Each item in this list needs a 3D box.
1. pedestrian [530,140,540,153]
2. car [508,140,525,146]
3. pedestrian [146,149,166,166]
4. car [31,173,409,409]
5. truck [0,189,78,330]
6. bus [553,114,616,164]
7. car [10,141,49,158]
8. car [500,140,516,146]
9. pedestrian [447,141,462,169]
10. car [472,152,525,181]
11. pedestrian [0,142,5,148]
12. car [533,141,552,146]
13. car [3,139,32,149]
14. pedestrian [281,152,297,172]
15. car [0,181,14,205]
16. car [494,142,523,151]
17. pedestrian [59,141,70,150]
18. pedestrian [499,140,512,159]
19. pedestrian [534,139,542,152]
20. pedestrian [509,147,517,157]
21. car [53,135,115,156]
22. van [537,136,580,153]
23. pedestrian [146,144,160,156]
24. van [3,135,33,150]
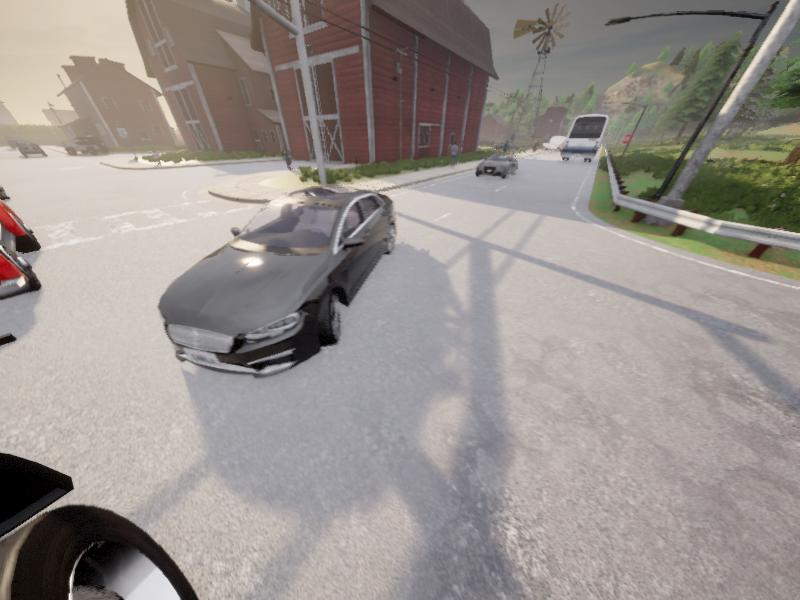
[{"bbox_3d":[22.648,-25.815,38.803,0.751,1.860,0.751,24,42,30],"label":"pedestrian"},{"bbox_3d":[40.926,-55.260,81.321,4.792,1.488,2.163,23,41,28],"label":"car"},{"bbox_3d":[-19.640,-11.472,18.603,0.500,1.100,0.500,9,36,11],"label":"pedestrian"},{"bbox_3d":[-1.372,-1.031,4.044,2.128,1.511,4.902,8,36,10],"label":"car"},{"bbox_3d":[-8.174,-1.243,3.361,5.204,2.467,2.627,24,42,26],"label":"truck"},{"bbox_3d":[22.398,-19.446,28.021,3.944,4.253,10.273,23,41,28],"label":"bus"},{"bbox_3d":[-44.413,-18.151,27.704,3.705,1.549,1.789,23,41,28],"label":"car"},{"bbox_3d":[34.930,-50.686,74.637,5.238,1.638,1.930,-24,42,-30],"label":"car"},{"bbox_3d":[4.385,-11.702,18.618,0.751,1.860,0.751,21,40,26],"label":"pedestrian"},{"bbox_3d":[6.945,-9.418,16.148,1.994,1.385,4.181,23,41,28],"label":"car"},{"bbox_3d":[-77.580,-30.401,44.345,0.751,1.860,0.751,17,39,22],"label":"pedestrian"},{"bbox_3d":[47.663,-52.450,77.371,5.008,1.535,1.882,23,41,28],"label":"car"},{"bbox_3d":[-70.322,-28.737,42.442,4.792,1.488,2.163,22,41,28],"label":"car"},{"bbox_3d":[-7.166,-8.930,14.966,0.500,1.100,0.500,9,36,12],"label":"pedestrian"},{"bbox_3d":[-17.613,-4.639,9.044,4.181,1.385,1.994,22,41,27],"label":"car"},{"bbox_3d":[22.866,-32.392,48.747,4.792,1.488,2.163,22,41,28],"label":"car"},{"bbox_3d":[-54.463,-25.076,37.470,0.500,1.100,0.500,17,38,21],"label":"pedestrian"},{"bbox_3d":[12.676,-18.062,27.715,0.751,1.860,0.751,26,42,31],"label":"pedestrian"},{"bbox_3d":[25.369,-28.405,42.500,0.751,1.860,0.751,20,40,26],"label":"pedestrian"},{"bbox_3d":[15.009,-19.669,30.675,0.500,1.100,0.500,23,41,29],"label":"pedestrian"},{"bbox_3d":[-38.711,-19.021,28.432,3.866,1.878,1.905,-5,41,-5],"label":"car"},{"bbox_3d":[31.678,-31.318,46.517,2.351,2.431,6.366,-10,35,-24],"label":"van"},{"bbox_3d":[-27.126,-16.498,25.396,0.500,1.100,0.500,8,36,10],"label":"pedestrian"},{"bbox_3d":[-65.141,-26.823,39.356,4.442,1.987,1.775,22,41,28],"label":"van"}]
